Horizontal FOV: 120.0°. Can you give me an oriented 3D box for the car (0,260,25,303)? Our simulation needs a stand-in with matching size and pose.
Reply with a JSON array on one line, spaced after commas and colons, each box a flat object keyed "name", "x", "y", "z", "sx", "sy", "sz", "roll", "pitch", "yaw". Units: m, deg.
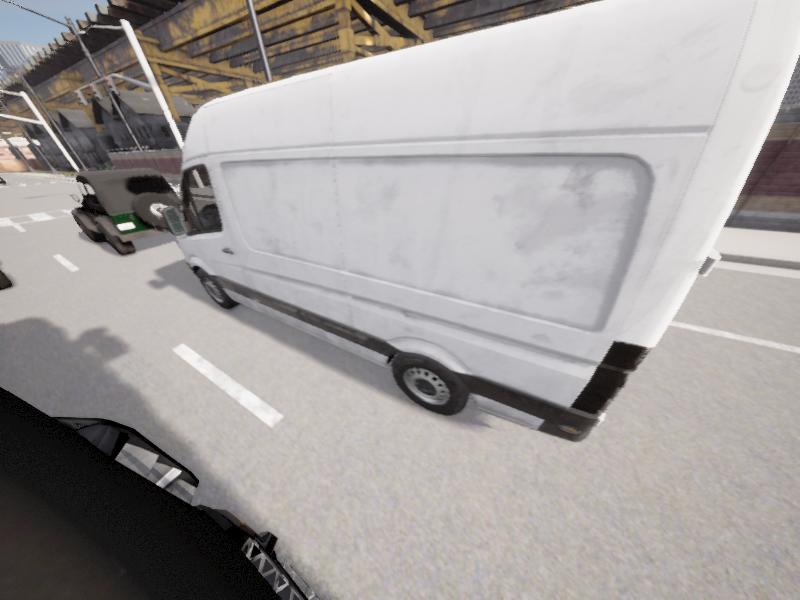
[{"name": "car", "x": -9.382, "y": -0.877, "z": 4.064, "sx": 3.866, "sy": 1.878, "sz": 1.905, "roll": 16, "pitch": 38, "yaw": 26}]

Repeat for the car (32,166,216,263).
[{"name": "car", "x": -7.737, "y": -2.648, "z": 6.598, "sx": 3.866, "sy": 1.878, "sz": 1.905, "roll": 16, "pitch": 38, "yaw": 26}]

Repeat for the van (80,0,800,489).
[{"name": "van", "x": -0.815, "y": -0.905, "z": 2.975, "sx": 5.915, "sy": 2.561, "sz": 1.988, "roll": 16, "pitch": 38, "yaw": 25}]

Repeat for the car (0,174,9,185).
[{"name": "car", "x": -49.023, "y": -14.529, "z": 27.194, "sx": 5.027, "sy": 1.651, "sz": 2.152, "roll": 16, "pitch": 38, "yaw": 25}]
